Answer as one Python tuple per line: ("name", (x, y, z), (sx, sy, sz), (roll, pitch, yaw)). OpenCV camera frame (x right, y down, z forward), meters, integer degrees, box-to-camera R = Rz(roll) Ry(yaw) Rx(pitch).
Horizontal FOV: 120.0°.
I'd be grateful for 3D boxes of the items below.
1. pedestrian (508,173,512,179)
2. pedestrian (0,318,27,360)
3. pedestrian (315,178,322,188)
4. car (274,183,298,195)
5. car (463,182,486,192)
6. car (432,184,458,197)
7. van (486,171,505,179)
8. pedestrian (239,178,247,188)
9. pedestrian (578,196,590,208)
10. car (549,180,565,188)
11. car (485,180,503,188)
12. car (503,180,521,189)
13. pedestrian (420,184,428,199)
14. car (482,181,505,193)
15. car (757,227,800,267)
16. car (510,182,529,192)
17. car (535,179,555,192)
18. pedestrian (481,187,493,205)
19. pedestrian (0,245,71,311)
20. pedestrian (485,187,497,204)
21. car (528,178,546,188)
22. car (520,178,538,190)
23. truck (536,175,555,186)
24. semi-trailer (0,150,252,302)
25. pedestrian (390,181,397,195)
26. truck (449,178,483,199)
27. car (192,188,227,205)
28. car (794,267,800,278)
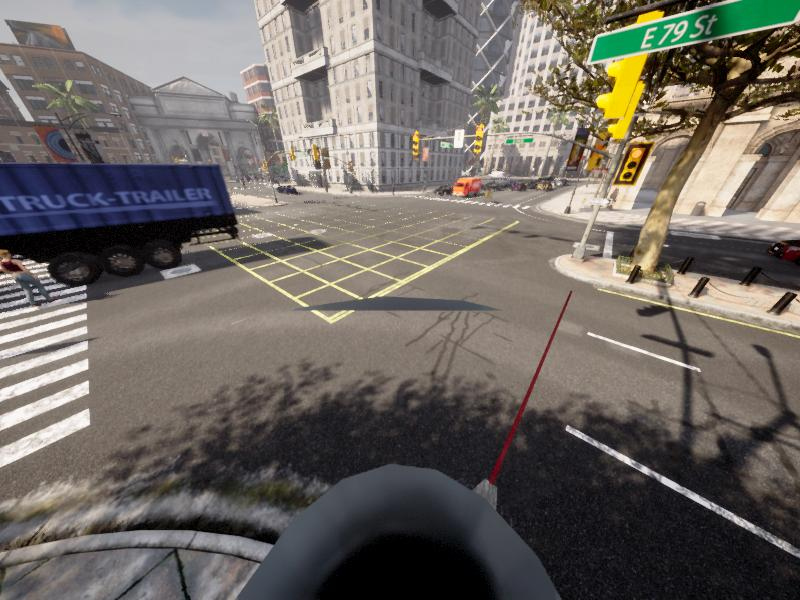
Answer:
("pedestrian", (40.210, -45.178, 84.347), (0.751, 1.860, 0.751), (-16, 33, -25))
("pedestrian", (-9.925, 0.566, 5.117), (0.751, 1.860, 0.751), (-9, 31, -15))
("pedestrian", (-17.039, -24.465, 48.167), (0.751, 1.860, 0.751), (24, 38, 35))
("car", (-19.180, -18.674, 38.874), (3.806, 1.475, 1.970), (23, 37, 34))
("car", (14.480, -21.873, 44.496), (2.033, 1.411, 5.357), (23, 37, 34))
("car", (7.232, -17.577, 36.952), (1.837, 1.490, 4.892), (23, 37, 34))
("van", (37.172, -48.764, 90.031), (6.366, 2.431, 2.351), (21, 36, 32))
("pedestrian", (-33.554, -25.000, 49.397), (0.751, 1.860, 0.751), (19, 35, 29))
("pedestrian", (19.850, -10.604, 24.919), (0.500, 1.100, 0.500), (6, 31, 10))
("car", (34.935, -25.758, 51.324), (1.895, 1.301, 4.718), (23, 37, 34))
("car", (20.748, -25.562, 50.911), (1.994, 1.385, 4.181), (23, 37, 34))
("car", (24.001, -24.763, 49.527), (1.994, 1.385, 4.181), (24, 38, 35))
("pedestrian", (3.458, -15.618, 33.147), (0.751, 1.860, 0.751), (-26, 39, -37))
("car", (17.289, -20.928, 42.612), (1.930, 1.638, 5.238), (23, 37, 34))
("car", (20.099, -2.053, 10.194), (4.181, 1.385, 1.994), (23, 37, 34))
("car", (22.317, -21.118, 43.108), (1.816, 1.474, 4.193), (23, 37, 34))
("car", (27.177, -21.452, 43.283), (1.932, 1.855, 4.605), (23, 37, 34))
("pedestrian", (10.317, -12.371, 27.525), (0.751, 1.860, 0.751), (25, 38, 36))
("pedestrian", (-11.868, -0.688, 7.288), (0.751, 1.860, 0.751), (-8, 31, -14))
("pedestrian", (11.182, -12.858, 28.367), (0.751, 1.860, 0.751), (22, 36, 33))
("car", (30.554, -26.061, 51.503), (1.930, 1.638, 5.238), (23, 37, 34))
("car", (26.168, -23.563, 46.927), (1.905, 1.878, 3.866), (23, 37, 34))
("truck", (35.861, -29.371, 56.779), (2.390, 2.098, 6.274), (23, 37, 34))
("semi-trailer", (-14.095, -2.521, 7.943), (14.254, 4.402, 2.717), (-23, 37, -34))
("pedestrian", (-1.030, -17.811, 36.641), (0.751, 1.860, 0.751), (21, 36, 32))
("truck", (10.065, -16.969, 34.910), (2.627, 2.467, 5.204), (23, 37, 34))
("car", (-24.565, -13.443, 29.759), (4.974, 1.542, 2.038), (23, 37, 34))
("car", (18.275, -0.610, 7.532), (4.974, 1.542, 2.038), (23, 37, 34))
